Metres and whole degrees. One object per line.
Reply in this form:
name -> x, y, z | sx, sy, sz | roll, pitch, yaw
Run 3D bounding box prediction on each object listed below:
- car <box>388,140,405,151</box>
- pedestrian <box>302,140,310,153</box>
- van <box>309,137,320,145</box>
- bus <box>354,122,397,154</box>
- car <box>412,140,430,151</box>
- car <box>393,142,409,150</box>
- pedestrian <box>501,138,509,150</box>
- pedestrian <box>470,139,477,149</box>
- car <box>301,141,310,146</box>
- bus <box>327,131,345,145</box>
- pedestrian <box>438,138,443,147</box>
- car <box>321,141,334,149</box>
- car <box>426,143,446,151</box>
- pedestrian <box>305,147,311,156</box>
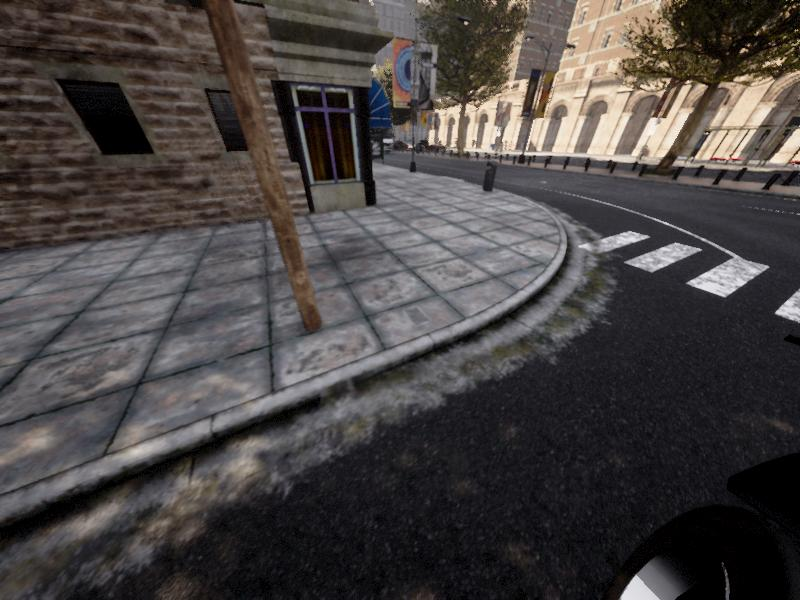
car -> -0.811, -33.663, 50.162 | 1.932, 1.855, 4.605 | -16, 38, -21
pedestrian -> -15.774, -25.698, 38.652 | 0.751, 1.860, 0.751 | -17, 38, -22
van -> -32.369, -60.161, 87.582 | 2.351, 2.431, 6.366 | -16, 38, -21
bus -> -4.610, -28.760, 41.157 | 3.944, 4.253, 10.273 | -16, 38, -21
car -> 4.346, -32.226, 48.072 | 1.905, 1.878, 3.866 | -16, 38, -21
car -> 0.213, -36.815, 55.080 | 1.994, 1.385, 4.181 | -16, 38, -21
pedestrian -> 20.274, -29.992, 44.504 | 0.751, 1.860, 0.751 | -16, 38, -21
pedestrian -> 15.269, -32.364, 47.912 | 0.751, 1.860, 0.751 | -13, 37, -17
car -> -35.300, -58.600, 86.282 | 2.033, 1.411, 5.357 | -16, 38, -21
bus -> -24.774, -62.318, 89.012 | 3.944, 4.253, 10.273 | -16, 38, -21
pedestrian -> 10.294, -39.608, 58.246 | 0.751, 1.860, 0.751 | -16, 38, -21
car -> -19.258, -41.356, 61.536 | 2.007, 1.525, 4.514 | -2, 35, -2
car -> 7.564, -32.470, 48.904 | 1.895, 1.301, 4.718 | -16, 38, -21
pedestrian -> -12.766, -20.674, 32.147 | 0.500, 1.100, 0.500 | -18, 39, -23
